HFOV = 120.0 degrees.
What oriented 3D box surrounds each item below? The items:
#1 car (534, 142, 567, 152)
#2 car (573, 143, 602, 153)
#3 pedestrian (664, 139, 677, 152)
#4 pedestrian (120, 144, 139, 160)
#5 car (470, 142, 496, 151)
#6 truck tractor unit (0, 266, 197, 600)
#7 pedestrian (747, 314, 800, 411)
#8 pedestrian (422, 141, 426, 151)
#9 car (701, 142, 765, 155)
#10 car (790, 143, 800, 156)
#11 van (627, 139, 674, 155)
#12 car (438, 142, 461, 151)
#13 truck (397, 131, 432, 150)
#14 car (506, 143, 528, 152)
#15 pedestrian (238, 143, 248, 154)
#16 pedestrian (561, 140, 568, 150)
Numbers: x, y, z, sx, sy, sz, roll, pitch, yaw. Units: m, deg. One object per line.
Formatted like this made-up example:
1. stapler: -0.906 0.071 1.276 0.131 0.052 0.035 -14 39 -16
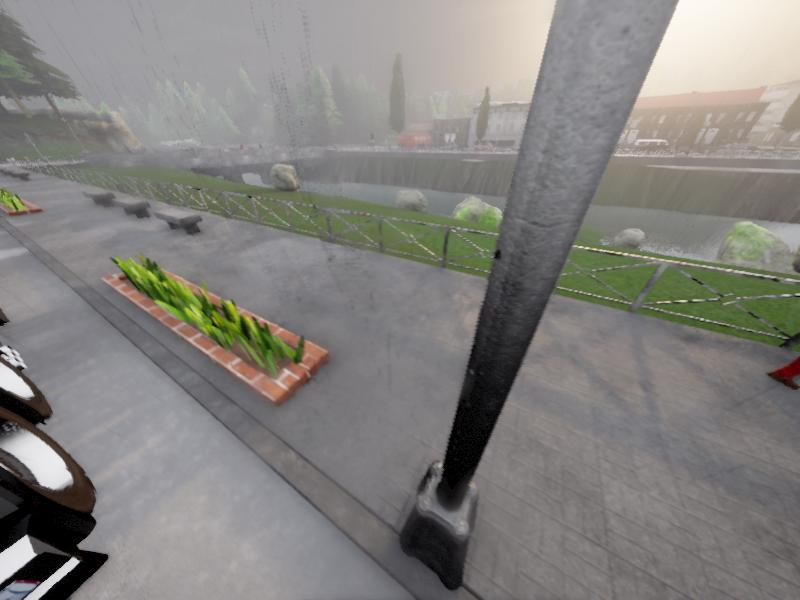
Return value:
1. car: 30.407 -31.005 46.820 5.238 1.638 1.930 18 39 24
2. car: 35.849 -29.192 44.299 3.806 1.475 1.970 18 39 24
3. pedestrian: 48.173 -27.501 41.173 0.751 1.860 0.751 -24 41 -30
4. pedestrian: -37.155 -20.301 31.733 0.751 1.860 0.751 18 39 24
5. car: 18.810 -34.713 52.293 5.027 1.651 2.152 18 39 24
6. truck tractor unit: -5.119 -0.291 0.779 6.516 4.208 3.053 18 39 24
7. pedestrian: 4.308 0.204 1.820 0.751 1.860 0.751 17 39 24
8. pedestrian: 5.752 -36.883 55.303 0.751 1.860 0.751 -14 37 -19
9. car: 52.302 -23.978 36.481 5.238 1.638 1.930 18 39 25
10. car: 60.432 -21.371 32.659 4.856 1.649 2.033 18 39 24
11. van: 40.927 -25.171 37.968 4.480 2.038 2.069 18 39 24
12. car: 11.878 -36.938 55.563 4.856 1.649 2.033 18 39 24
13. truck: 3.626 -40.491 58.815 8.468 3.827 2.891 18 39 24
14. car: 25.018 -32.661 49.404 3.806 1.475 1.970 18 39 24
15. pedestrian: -29.685 -28.657 43.680 0.751 1.860 0.751 28 44 34
16. pedestrian: 36.059 -33.999 50.671 0.751 1.860 0.751 18 39 24
